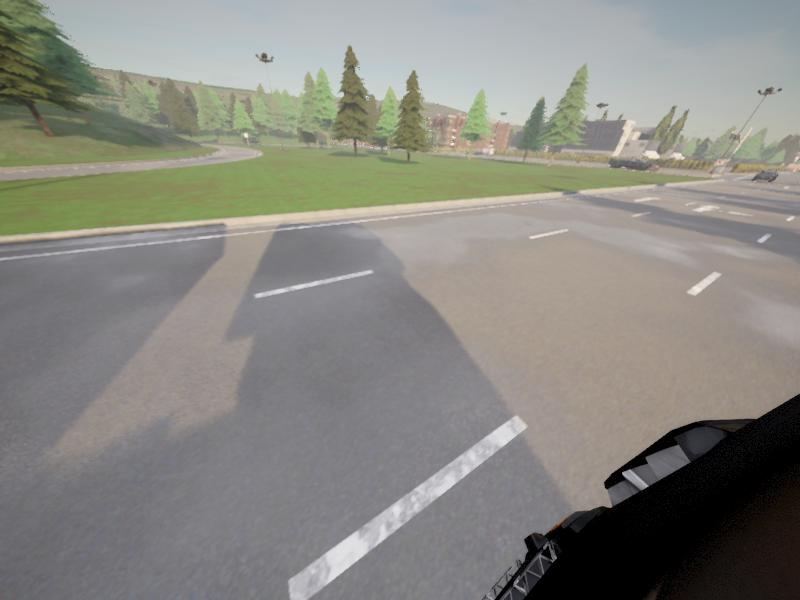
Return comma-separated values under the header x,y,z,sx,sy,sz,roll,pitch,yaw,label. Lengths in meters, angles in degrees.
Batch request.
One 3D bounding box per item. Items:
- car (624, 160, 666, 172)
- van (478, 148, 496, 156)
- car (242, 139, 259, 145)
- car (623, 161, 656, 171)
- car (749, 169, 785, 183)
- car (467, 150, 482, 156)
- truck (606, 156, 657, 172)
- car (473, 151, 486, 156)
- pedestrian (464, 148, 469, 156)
x,y,z,sx,sy,sz,roll,pitch,yaw,label
47.417,-26.056,44.834,2.152,1.651,5.027,-16,39,-26,car
34.649,-59.300,92.487,2.351,2.431,6.366,-16,38,-26,van
-51.855,-54.837,79.997,4.674,1.442,1.812,-16,38,-26,car
49.490,-27.745,47.730,1.994,1.385,4.181,-17,39,-26,car
53.352,-18.105,33.590,4.902,1.511,2.128,-18,39,-28,car
28.775,-56.990,89.402,2.038,1.542,4.974,-16,38,-26,car
43.815,-25.954,43.974,2.390,2.098,6.274,-17,39,-26,truck
31.408,-58.210,91.497,1.812,1.442,4.674,-16,38,-26,car
19.643,-43.534,68.096,0.751,1.860,0.751,-15,38,-25,pedestrian
